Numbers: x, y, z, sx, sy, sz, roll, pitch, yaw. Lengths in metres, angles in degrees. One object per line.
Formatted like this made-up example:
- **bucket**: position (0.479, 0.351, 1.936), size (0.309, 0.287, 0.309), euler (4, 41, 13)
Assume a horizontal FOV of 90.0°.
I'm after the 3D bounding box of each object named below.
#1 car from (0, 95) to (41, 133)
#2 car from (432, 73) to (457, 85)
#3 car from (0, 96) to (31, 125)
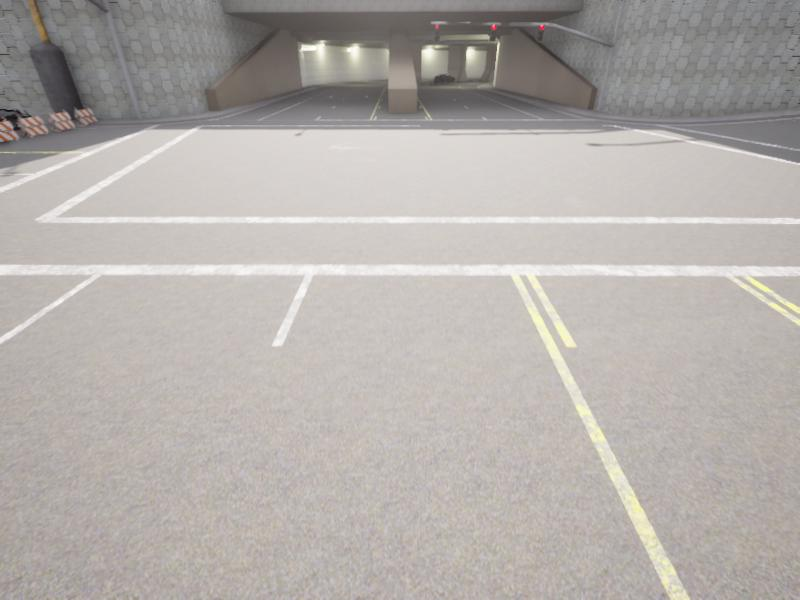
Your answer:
- **car**: position (-21.473, -9.062, 19.750), size (2.038, 1.542, 4.974), euler (16, 34, 25)
- **car**: position (7.772, -38.230, 69.198), size (2.152, 1.651, 5.027), euler (18, 35, 27)
- **car**: position (-21.498, -9.175, 19.631), size (1.853, 1.218, 4.536), euler (16, 34, 25)
